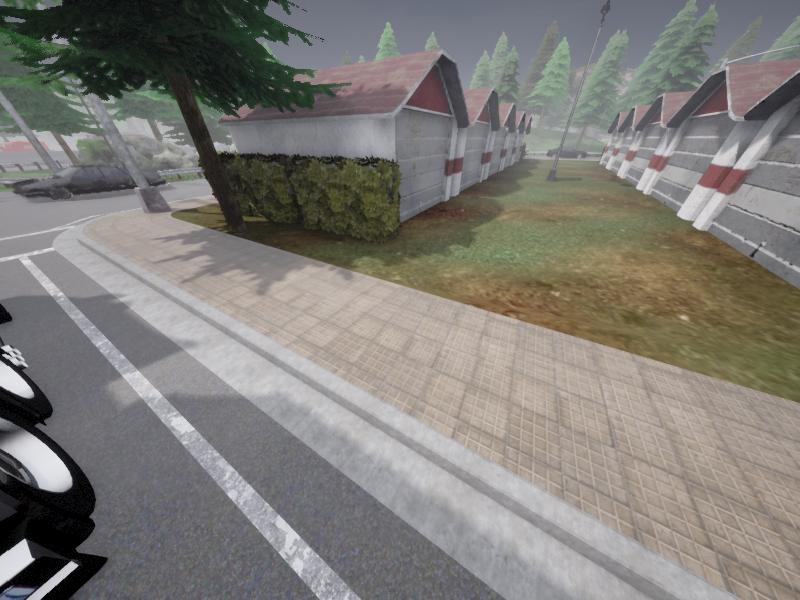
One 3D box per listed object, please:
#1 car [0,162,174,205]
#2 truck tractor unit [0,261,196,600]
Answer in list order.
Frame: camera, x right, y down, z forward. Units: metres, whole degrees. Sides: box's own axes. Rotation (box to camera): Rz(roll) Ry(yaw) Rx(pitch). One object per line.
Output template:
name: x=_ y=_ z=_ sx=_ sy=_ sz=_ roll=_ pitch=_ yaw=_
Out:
car: x=-16.133 y=-6.364 z=12.290 sx=2.033 sy=1.411 sz=5.357 roll=16 pitch=36 yaw=21
truck tractor unit: x=-5.107 y=-0.305 z=0.785 sx=6.516 sy=4.208 sz=3.053 roll=19 pitch=39 yaw=24
